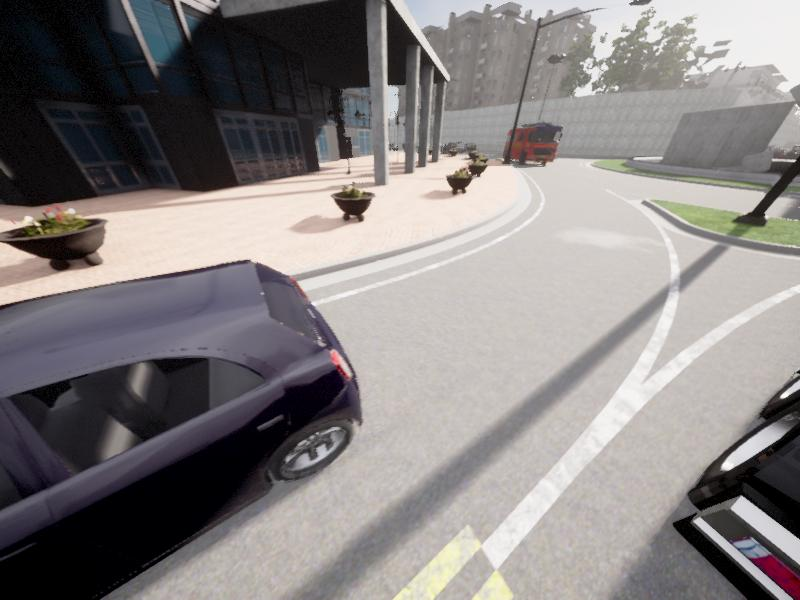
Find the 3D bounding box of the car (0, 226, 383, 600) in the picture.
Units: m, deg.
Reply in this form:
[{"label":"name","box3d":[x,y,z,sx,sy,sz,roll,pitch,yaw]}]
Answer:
[{"label":"car","box3d":[-2.172,0.818,1.470,3.633,1.501,1.845,-20,40,-27]}]

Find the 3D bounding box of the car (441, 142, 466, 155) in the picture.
[{"label":"car","box3d":[9.712,-27.913,42.522,1.932,1.855,4.605,-16,38,-23]}]

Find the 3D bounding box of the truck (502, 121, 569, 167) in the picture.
[{"label":"truck","box3d":[15.007,-18.072,26.750,2.891,3.827,8.468,3,35,3]}]

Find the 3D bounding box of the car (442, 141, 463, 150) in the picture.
[{"label":"car","box3d":[13.532,-40.169,60.003,2.150,2.045,5.566,-18,39,-25]}]

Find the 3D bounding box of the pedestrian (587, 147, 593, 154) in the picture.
[{"label":"pedestrian","box3d":[35.024,-27.538,42.619,0.500,1.100,0.500,23,41,29]}]

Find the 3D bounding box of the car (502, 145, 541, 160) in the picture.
[{"label":"car","box3d":[17.906,-22.026,34.419,1.801,1.575,5.366,-10,36,-14]}]

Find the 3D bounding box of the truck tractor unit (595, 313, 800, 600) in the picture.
[{"label":"truck tractor unit","box3d":[5.188,-0.215,0.658,6.516,4.208,3.053,-15,38,-20]}]
